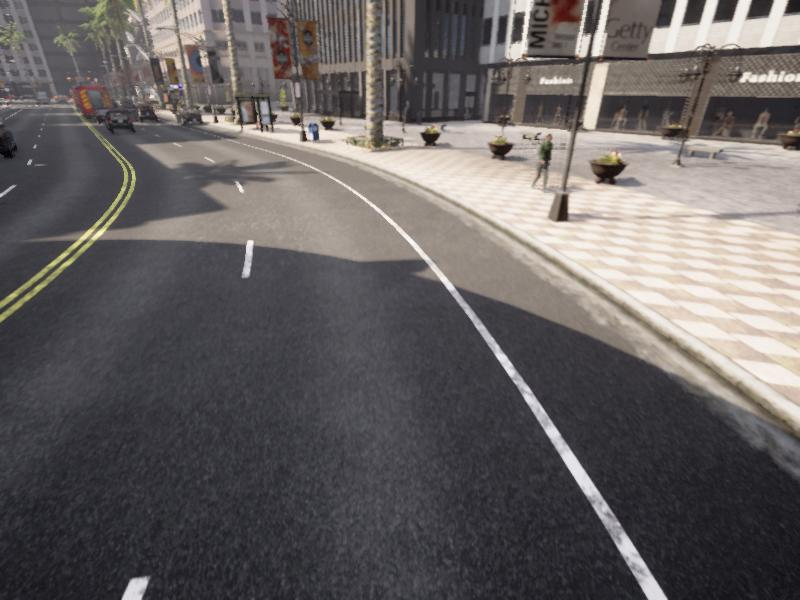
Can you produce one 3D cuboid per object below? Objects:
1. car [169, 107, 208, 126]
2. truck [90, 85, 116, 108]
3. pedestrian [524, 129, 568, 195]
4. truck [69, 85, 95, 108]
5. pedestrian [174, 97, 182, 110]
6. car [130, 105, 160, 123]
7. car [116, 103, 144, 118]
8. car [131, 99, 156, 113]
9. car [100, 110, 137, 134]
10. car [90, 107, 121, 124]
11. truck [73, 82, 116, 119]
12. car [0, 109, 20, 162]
[{"bbox_3d":[-21.494,-18.692,40.588,2.231,1.521,4.892,-19,33,-33],"label":"car"},{"bbox_3d":[-59.767,-40.975,80.464,2.891,3.827,8.468,-19,33,-32],"label":"truck"},{"bbox_3d":[4.567,-4.355,12.611,0.751,1.860,0.751,-4,28,-9],"label":"pedestrian"},{"bbox_3d":[-62.554,-40.018,78.575,2.891,3.827,8.468,-19,33,-32],"label":"truck"},{"bbox_3d":[-37.825,-33.513,68.173,0.751,1.860,0.751,-19,33,-33],"label":"pedestrian"},{"bbox_3d":[-27.284,-19.918,42.779,1.851,1.617,3.988,-19,33,-33],"label":"car"},{"bbox_3d":[-34.788,-24.454,51.516,2.128,1.511,4.902,-19,33,-33],"label":"car"},{"bbox_3d":[-39.288,-29.678,61.219,2.185,1.767,4.553,-19,33,-33],"label":"car"},{"bbox_3d":[-23.035,-14.625,32.705,1.789,1.549,3.705,-19,33,-33],"label":"car"},{"bbox_3d":[-30.627,-19.192,41.591,1.994,1.385,4.181,-19,33,-33],"label":"car"},{"bbox_3d":[-37.639,-24.575,49.192,2.891,3.827,8.468,-19,33,-33],"label":"truck"},{"bbox_3d":[-20.845,-8.201,19.812,2.150,2.045,5.566,-19,33,-33],"label":"car"}]
